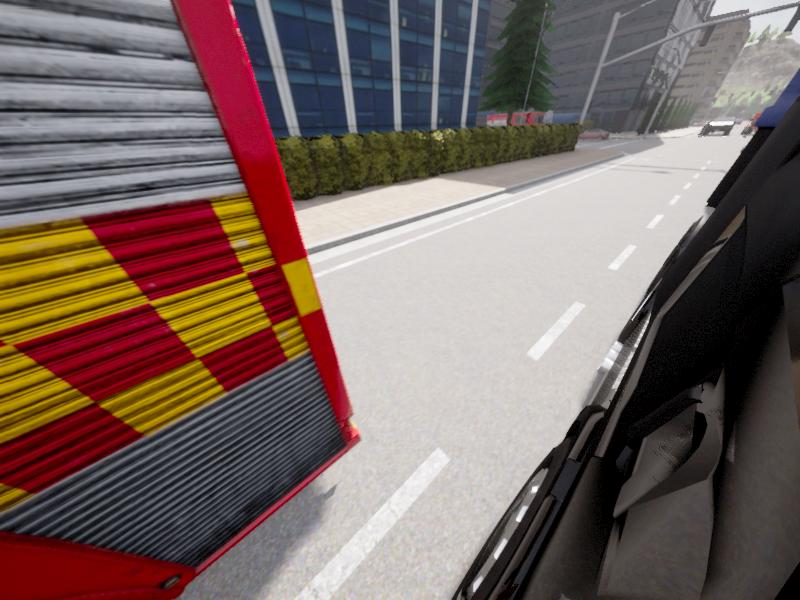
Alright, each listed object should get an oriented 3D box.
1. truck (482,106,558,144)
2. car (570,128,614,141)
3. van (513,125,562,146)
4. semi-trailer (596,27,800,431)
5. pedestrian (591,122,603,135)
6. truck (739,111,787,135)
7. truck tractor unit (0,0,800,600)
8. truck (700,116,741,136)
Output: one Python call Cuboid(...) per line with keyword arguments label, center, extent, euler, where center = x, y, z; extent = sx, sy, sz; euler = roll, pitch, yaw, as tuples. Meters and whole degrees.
Cuboid(label="truck", center=(16.400, -24.372, 32.484), extent=(2.891, 3.827, 8.468), euler=(-28, 44, -31))
Cuboid(label="car", center=(26.617, -22.977, 32.129), extent=(1.994, 1.385, 4.181), euler=(-28, 44, -31))
Cuboid(label="van", center=(16.759, -20.221, 28.400), extent=(1.775, 1.987, 4.442), euler=(-28, 44, -31))
Cuboid(label="semi-trailer", center=(8.812, -3.497, 4.153), extent=(14.254, 4.402, 2.717), euler=(-26, 43, -29))
Cuboid(label="pedestrian", center=(36.194, -31.521, 42.458), extent=(0.751, 1.860, 0.751), euler=(-10, 37, -10))
Cuboid(label="truck", center=(50.367, -24.638, 32.203), extent=(5.204, 2.467, 2.627), euler=(-28, 43, -30))
Cuboid(label="truck tractor unit", center=(2.645, -0.295, 0.351), extent=(6.516, 4.208, 3.053), euler=(-28, 44, -30))
Cuboid(label="truck", center=(45.863, -24.851, 33.040), extent=(6.274, 2.098, 2.390), euler=(-27, 43, -30))
